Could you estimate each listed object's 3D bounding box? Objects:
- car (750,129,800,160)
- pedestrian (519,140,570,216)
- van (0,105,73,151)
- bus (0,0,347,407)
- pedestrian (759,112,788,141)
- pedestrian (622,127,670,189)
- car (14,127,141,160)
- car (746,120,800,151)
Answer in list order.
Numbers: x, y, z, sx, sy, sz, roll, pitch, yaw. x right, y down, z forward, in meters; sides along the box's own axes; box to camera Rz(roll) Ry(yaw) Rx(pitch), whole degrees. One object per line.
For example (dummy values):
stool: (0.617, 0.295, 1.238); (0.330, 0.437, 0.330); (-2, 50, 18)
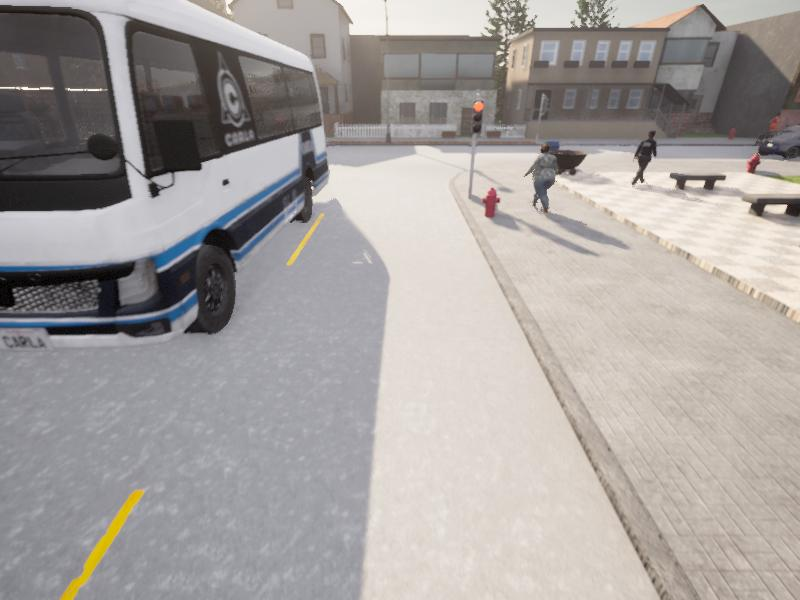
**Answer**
car: (22.350, -8.502, 21.903); (4.181, 1.385, 1.994); (1, 27, 3)
pedestrian: (3.884, -3.307, 10.849); (0.751, 1.860, 0.751); (-7, 28, -13)
van: (-24.861, -10.920, 25.332); (5.915, 2.561, 1.988); (-1, 27, -1)
bus: (-3.877, -3.058, 8.029); (3.944, 4.253, 10.273); (1, 27, 1)
pedestrian: (27.596, -12.822, 29.566); (0.751, 1.860, 0.751); (-1, 27, -3)
pedestrian: (8.345, -4.850, 13.622); (0.751, 1.860, 0.751); (-18, 32, -32)
car: (-17.446, -8.593, 21.899); (4.902, 1.511, 2.128); (0, 27, 1)
car: (25.785, -10.507, 25.544); (5.238, 1.638, 1.930); (0, 27, -1)
